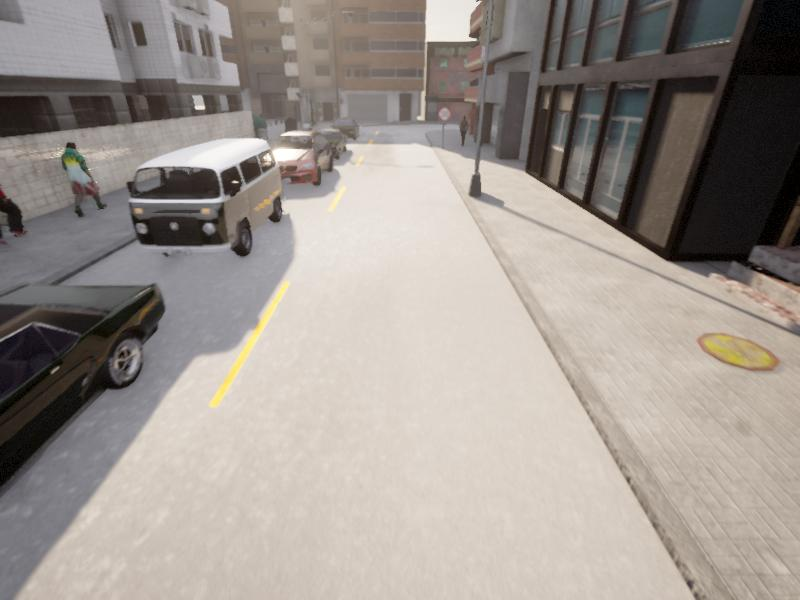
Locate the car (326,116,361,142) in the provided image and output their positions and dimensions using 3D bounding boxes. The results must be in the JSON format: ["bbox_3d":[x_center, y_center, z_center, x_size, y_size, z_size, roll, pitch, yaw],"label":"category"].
[{"bbox_3d":[-4.097,-12.902,30.075,2.033,1.411,5.357,0,27,-2],"label":"car"}]

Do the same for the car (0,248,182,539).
[{"bbox_3d":[-3.992,1.009,3.194,1.895,1.301,4.718,0,27,0],"label":"car"}]

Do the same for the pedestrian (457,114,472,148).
[{"bbox_3d":[3.895,-10.258,24.246,0.751,1.860,0.751,4,28,8],"label":"pedestrian"}]

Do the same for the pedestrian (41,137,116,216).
[{"bbox_3d":[-8.348,-3.227,10.470,0.751,1.860,0.751,1,27,1],"label":"pedestrian"}]

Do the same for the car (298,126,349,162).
[{"bbox_3d":[-4.015,-8.537,21.715,1.895,1.301,4.718,0,27,0],"label":"car"}]

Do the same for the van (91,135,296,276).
[{"bbox_3d":[-3.990,-2.382,8.962,2.069,2.038,4.480,0,27,0],"label":"van"}]

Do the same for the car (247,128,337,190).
[{"bbox_3d":[-3.979,-5.666,15.735,2.242,1.667,4.611,0,27,0],"label":"car"}]

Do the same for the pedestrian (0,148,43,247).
[{"bbox_3d":[-8.464,-2.118,8.316,0.751,1.860,0.751,0,27,-1],"label":"pedestrian"}]
